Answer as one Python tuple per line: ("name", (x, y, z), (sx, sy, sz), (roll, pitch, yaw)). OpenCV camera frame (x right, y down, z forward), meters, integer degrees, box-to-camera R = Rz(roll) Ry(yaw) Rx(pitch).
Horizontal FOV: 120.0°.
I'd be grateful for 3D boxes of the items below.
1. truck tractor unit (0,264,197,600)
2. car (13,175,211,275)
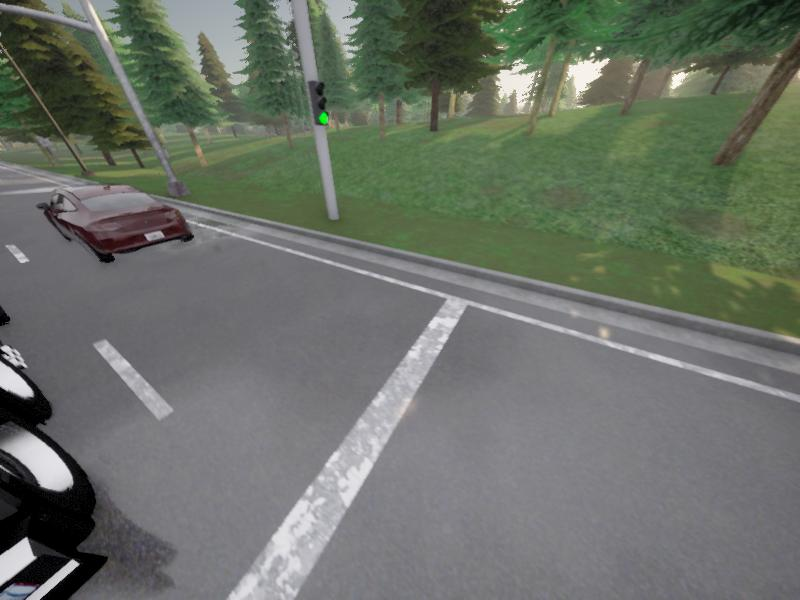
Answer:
("truck tractor unit", (-5.111, -0.301, 0.783), (6.516, 4.208, 3.053), (18, 39, 24))
("car", (-7.503, -2.230, 6.047), (4.674, 1.442, 1.812), (18, 38, 24))
